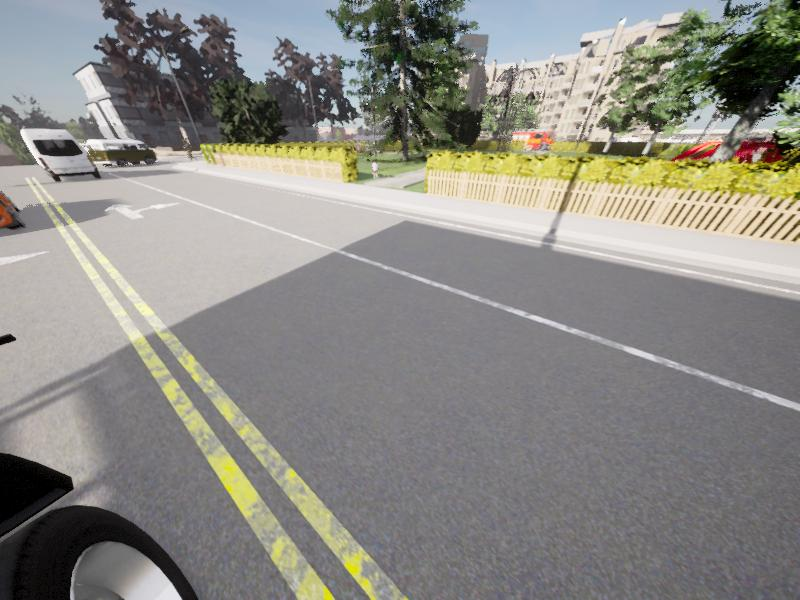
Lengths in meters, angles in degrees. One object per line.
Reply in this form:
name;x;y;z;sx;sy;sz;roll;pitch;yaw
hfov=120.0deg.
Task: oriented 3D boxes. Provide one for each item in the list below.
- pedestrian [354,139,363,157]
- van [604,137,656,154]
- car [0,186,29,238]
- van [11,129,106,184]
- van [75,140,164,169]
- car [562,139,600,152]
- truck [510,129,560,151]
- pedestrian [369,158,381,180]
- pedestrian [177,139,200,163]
pedestrian;-5.364;-19.635;29.868;0.751;1.860;0.751;2;35;2
van;42.826;-29.007;43.305;6.366;2.431;2.351;23;41;29
car;-12.899;-2.867;6.352;4.553;1.767;2.097;22;41;28
van;-21.737;-9.247;14.713;5.915;2.561;1.988;22;41;28
van;-25.308;-13.464;21.222;2.069;2.038;4.480;3;35;6
car;36.729;-31.434;47.044;5.566;2.045;2.150;23;41;29
truck;29.512;-35.271;50.904;8.468;3.827;2.891;24;41;29
pedestrian;-1.467;-7.741;13.656;0.500;1.100;0.500;-11;37;-16
pedestrian;-20.396;-14.382;22.299;0.751;1.860;0.751;16;38;21
